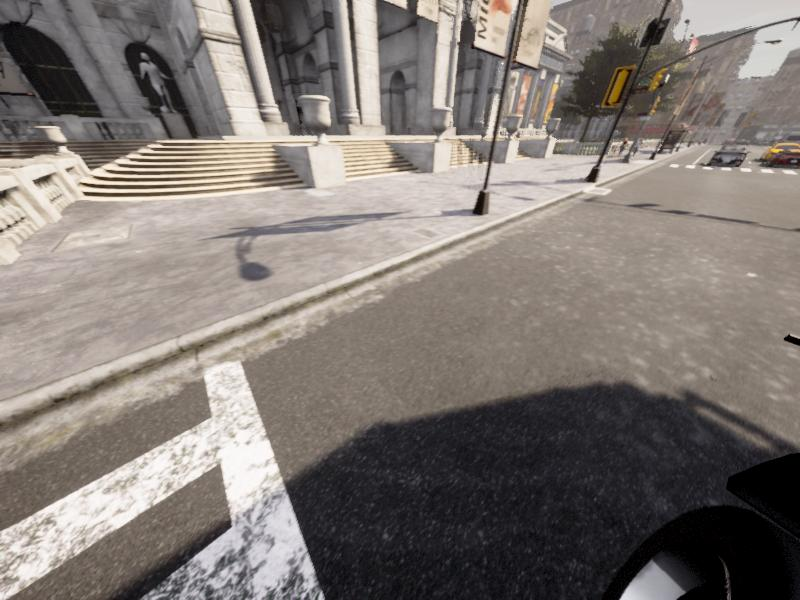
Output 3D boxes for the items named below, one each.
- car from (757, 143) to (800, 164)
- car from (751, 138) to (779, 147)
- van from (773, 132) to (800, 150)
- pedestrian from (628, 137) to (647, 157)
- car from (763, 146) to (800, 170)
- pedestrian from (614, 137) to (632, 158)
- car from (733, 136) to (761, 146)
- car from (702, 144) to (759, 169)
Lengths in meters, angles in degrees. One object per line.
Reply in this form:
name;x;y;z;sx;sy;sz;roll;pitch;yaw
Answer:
car;37.917;-14.649;22.936;5.008;1.535;1.882;-27;44;-33
car;80.612;-34.758;50.978;4.514;1.525;2.007;-16;38;-20
van;69.712;-28.408;41.243;5.915;2.561;1.988;-26;43;-32
pedestrian;26.509;-17.069;25.794;0.751;1.860;0.751;24;42;30
car;32.501;-11.809;19.121;4.181;1.385;1.994;-27;43;-32
pedestrian;24.661;-16.890;25.550;0.751;1.860;0.751;28;44;34
car;82.103;-37.574;54.613;4.605;1.855;1.932;-14;38;-18
car;28.071;-12.314;19.725;4.902;1.511;2.128;-27;43;-32
